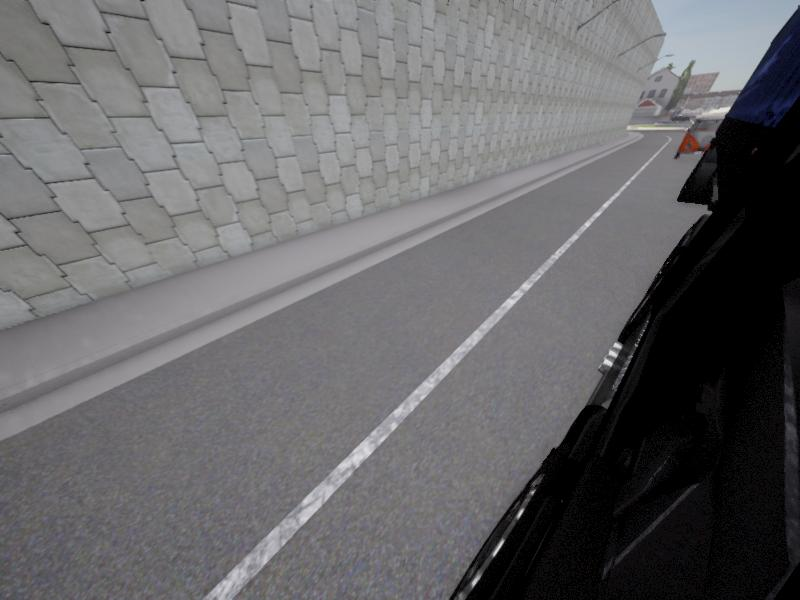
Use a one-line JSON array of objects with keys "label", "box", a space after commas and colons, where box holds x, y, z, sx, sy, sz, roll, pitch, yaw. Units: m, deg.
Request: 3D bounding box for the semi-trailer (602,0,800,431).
[{"label": "semi-trailer", "box": [8.465, -3.764, 4.431, 14.254, 4.402, 2.717, -31, 45, -32]}]

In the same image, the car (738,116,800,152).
[{"label": "car", "box": [25.164, -11.063, 15.338, 2.242, 1.667, 4.611, 29, 47, 35]}]

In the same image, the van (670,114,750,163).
[{"label": "van", "box": [17.510, -9.302, 13.233, 1.775, 1.987, 4.442, 30, 48, 36]}]

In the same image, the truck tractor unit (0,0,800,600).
[{"label": "truck tractor unit", "box": [2.645, -0.295, 0.351, 6.516, 4.208, 3.053, -28, 44, -30]}]
